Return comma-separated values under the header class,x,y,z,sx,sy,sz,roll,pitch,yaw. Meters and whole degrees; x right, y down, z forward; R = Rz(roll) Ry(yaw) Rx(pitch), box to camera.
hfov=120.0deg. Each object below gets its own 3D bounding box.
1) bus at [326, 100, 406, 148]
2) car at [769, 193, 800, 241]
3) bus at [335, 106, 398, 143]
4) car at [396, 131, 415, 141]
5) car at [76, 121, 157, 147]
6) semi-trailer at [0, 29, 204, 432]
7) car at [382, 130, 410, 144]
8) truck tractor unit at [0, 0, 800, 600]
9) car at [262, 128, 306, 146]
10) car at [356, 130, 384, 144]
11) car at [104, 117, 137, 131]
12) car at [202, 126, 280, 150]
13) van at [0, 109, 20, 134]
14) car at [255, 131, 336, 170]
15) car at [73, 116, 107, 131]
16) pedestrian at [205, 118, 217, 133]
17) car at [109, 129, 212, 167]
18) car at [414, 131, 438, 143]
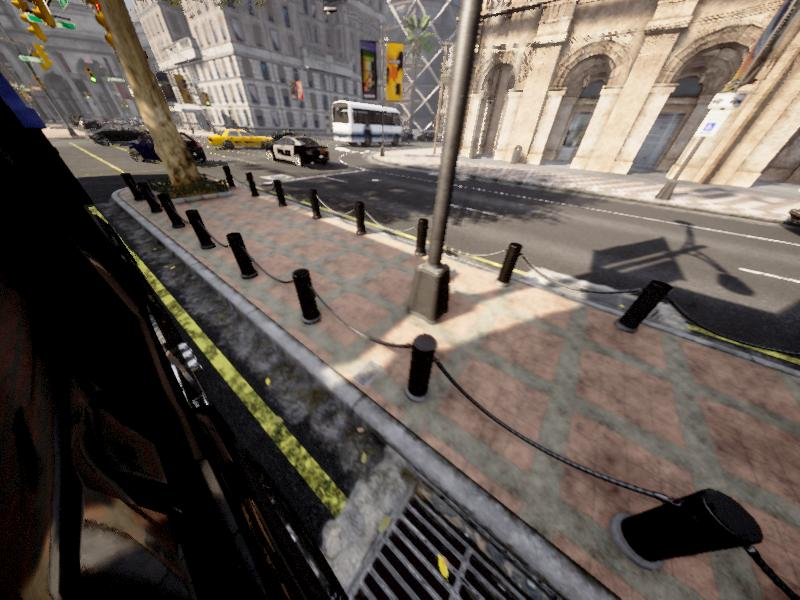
class,x,y,z,sx,sy,sz,roll,pitch,yaw
bus,-3.888,-22.604,30.007,3.944,4.253,10.273,26,43,28
car,14.036,-1.767,5.853,4.718,1.301,1.895,26,43,28
bus,-5.034,-28.440,37.717,3.944,4.253,10.273,26,43,28
car,1.115,-32.137,45.323,1.845,1.501,3.633,26,43,28
car,-23.203,-13.695,19.105,1.789,1.549,3.705,26,42,28
semi-trailer,-8.810,-3.532,4.108,14.254,4.402,2.717,27,43,28
car,-0.589,-27.474,38.868,2.242,1.667,4.611,26,43,28
truck tractor unit,-2.645,-0.295,0.351,6.516,4.208,3.053,28,44,30
car,-12.786,-18.148,25.730,1.789,1.549,3.705,26,43,28
car,-4.392,-24.561,34.790,1.851,1.617,3.988,26,43,28
car,-45.426,-28.663,37.548,5.027,1.651,2.152,26,43,28
car,-14.129,-14.543,20.809,5.366,1.575,1.801,-20,42,-28
van,-42.014,-18.469,23.828,4.480,2.038,2.069,26,43,28
car,-6.676,-9.624,14.689,5.238,1.638,1.930,26,43,28
car,-46.691,-26.602,34.789,4.974,1.542,2.038,26,43,28
pedestrian,-30.278,-27.874,37.000,0.751,1.860,0.751,23,41,24
car,-13.132,-8.507,12.867,3.633,1.501,1.845,9,37,8
car,5.174,-31.771,45.008,1.930,1.638,5.238,26,43,28
